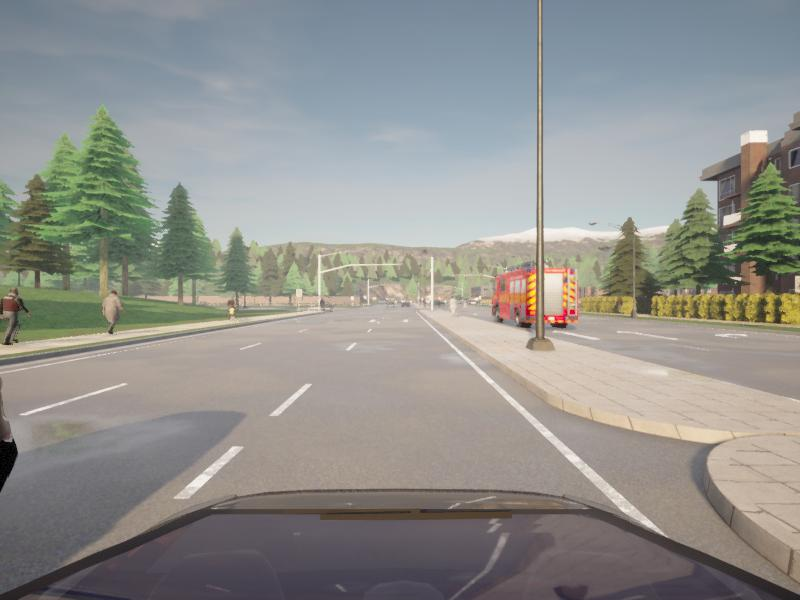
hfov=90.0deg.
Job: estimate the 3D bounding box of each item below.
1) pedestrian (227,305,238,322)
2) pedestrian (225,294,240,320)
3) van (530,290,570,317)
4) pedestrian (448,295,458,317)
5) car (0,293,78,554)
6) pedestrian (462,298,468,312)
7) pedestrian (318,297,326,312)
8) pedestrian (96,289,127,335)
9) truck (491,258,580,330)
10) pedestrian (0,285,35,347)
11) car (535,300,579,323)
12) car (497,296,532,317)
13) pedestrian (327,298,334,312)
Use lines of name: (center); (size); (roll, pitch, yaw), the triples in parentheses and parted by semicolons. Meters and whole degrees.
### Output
pedestrian: (-11.018, 0.875, 26.292); (0.500, 1.100, 0.500); (0, 0, 1)
pedestrian: (-11.851, 0.496, 28.260); (0.751, 1.860, 0.751); (0, 0, 1)
van: (15.330, 0.355, 41.248); (1.988, 2.561, 5.915); (0, 0, 0)
pedestrian: (4.615, 0.513, 34.839); (0.751, 1.860, 0.751); (0, 0, -7)
car: (-3.531, 0.779, 0.704); (2.033, 1.649, 4.856); (0, 0, 0)
pedestrian: (8.788, 0.680, 54.021); (0.751, 1.860, 0.751); (0, 0, -3)
pedestrian: (-9.776, 0.513, 50.230); (0.751, 1.860, 0.751); (0, 0, 8)
pedestrian: (-11.892, 0.487, 16.513); (0.751, 1.860, 0.751); (0, 0, 2)
truck: (8.191, -0.300, 25.570); (2.891, 3.827, 8.468); (0, 0, 1)
pedestrian: (-12.121, 0.484, 12.498); (0.751, 1.860, 0.751); (0, 0, 1)
car: (11.681, 0.813, 30.092); (1.851, 1.617, 3.988); (0, 0, 1)
car: (11.827, 0.602, 41.803); (2.150, 2.045, 5.566); (0, 0, 1)
pedestrian: (-9.099, 0.679, 52.298); (0.751, 1.860, 0.751); (0, 0, -22)
